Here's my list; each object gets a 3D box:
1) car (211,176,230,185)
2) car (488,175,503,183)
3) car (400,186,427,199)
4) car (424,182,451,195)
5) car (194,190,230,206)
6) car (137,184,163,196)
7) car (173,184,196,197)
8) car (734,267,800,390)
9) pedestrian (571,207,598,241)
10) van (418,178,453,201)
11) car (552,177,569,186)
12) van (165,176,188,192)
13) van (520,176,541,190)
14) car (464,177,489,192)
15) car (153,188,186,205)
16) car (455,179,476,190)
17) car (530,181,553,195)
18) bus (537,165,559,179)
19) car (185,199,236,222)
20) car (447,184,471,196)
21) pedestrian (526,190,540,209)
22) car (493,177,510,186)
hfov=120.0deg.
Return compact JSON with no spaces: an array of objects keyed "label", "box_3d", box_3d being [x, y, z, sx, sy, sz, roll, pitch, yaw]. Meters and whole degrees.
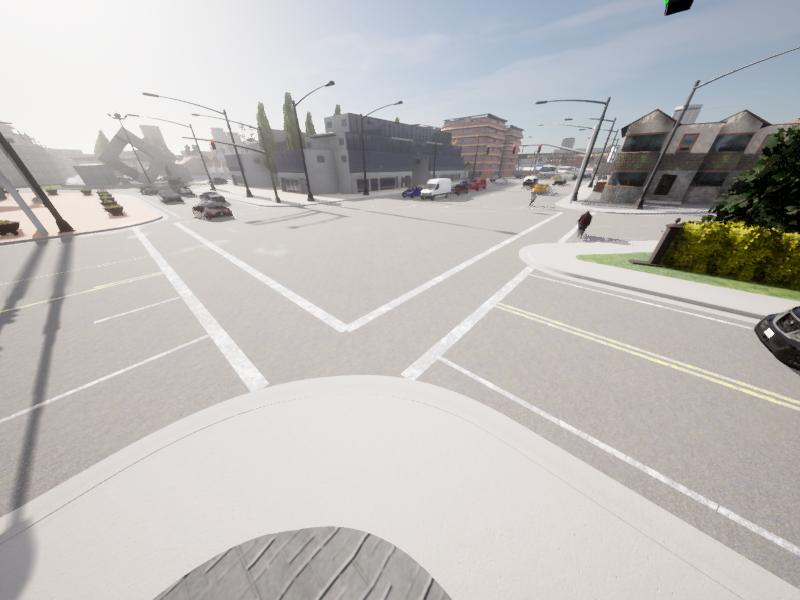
[{"label":"car","box_3d":[-48.890,-32.665,63.018,1.905,1.878,3.866,-2,30,-4]},{"label":"car","box_3d":[23.864,-30.155,57.594,1.837,1.490,4.892,23,38,34]},{"label":"car","box_3d":[2.081,-16.512,35.329,1.816,1.474,4.193,22,37,34]},{"label":"car","box_3d":[6.555,-19.299,39.891,1.930,1.638,5.238,23,38,34]},{"label":"car","box_3d":[-24.674,-13.475,30.242,5.357,1.411,2.033,23,37,34]},{"label":"car","box_3d":[-42.151,-18.519,38.901,4.193,1.474,1.816,20,35,30]},{"label":"car","box_3d":[-35.973,-18.289,38.534,4.514,1.525,2.007,26,39,38]},{"label":"car","box_3d":[11.035,1.388,3.860,5.566,2.045,2.150,23,37,34]},{"label":"pedestrian","box_3d":[11.849,-4.894,14.876,0.751,1.860,0.751,19,35,30]},{"label":"van","box_3d":[5.242,-16.133,33.595,1.988,2.561,5.915,23,37,34]},{"label":"car","box_3d":[34.944,-25.799,50.228,1.895,1.301,4.718,23,38,34]},{"label":"van","box_3d":[-43.322,-22.651,44.961,1.988,2.561,5.915,-19,35,-29]},{"label":"van","box_3d":[25.449,-22.934,45.046,2.069,2.038,4.480,23,39,34]},{"label":"car","box_3d":[14.358,-21.544,43.090,2.150,2.045,5.566,23,38,34]},{"label":"car","box_3d":[-30.453,-13.685,30.477,5.008,1.535,1.882,23,37,34]},{"label":"car","box_3d":[13.386,-23.531,46.919,1.882,1.535,5.008,23,39,34]},{"label":"car","box_3d":[23.889,-18.896,38.911,1.882,1.535,5.008,23,39,34]},{"label":"bus","box_3d":[52.528,-45.444,81.927,3.944,4.253,10.273,23,36,34]},{"label":"car","box_3d":[-17.668,-8.425,21.561,4.181,1.385,1.994,18,35,28]},{"label":"car","box_3d":[9.896,-18.442,38.570,1.812,1.442,4.674,23,38,34]},{"label":"pedestrian","box_3d":[14.648,-11.049,25.479,0.751,1.860,0.751,3,30,5]},{"label":"car","box_3d":[22.810,-26.659,51.850,1.812,1.442,4.674,23,38,34]}]
